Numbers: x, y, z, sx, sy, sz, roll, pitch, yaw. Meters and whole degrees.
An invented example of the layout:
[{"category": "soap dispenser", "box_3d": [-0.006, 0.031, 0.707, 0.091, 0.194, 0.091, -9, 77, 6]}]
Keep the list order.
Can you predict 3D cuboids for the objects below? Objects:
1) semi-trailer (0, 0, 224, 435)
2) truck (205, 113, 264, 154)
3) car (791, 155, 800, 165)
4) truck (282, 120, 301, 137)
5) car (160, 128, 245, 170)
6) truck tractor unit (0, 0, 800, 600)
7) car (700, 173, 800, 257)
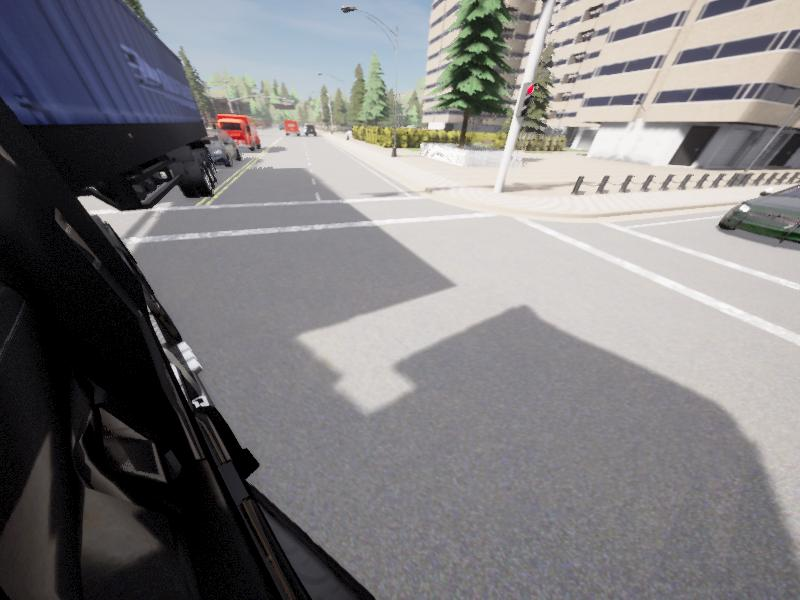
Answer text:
[{"category": "semi-trailer", "box_3d": [-6.978, -4.400, 5.390, 2.717, 4.402, 14.254, -17, 41, -24]}, {"category": "truck", "box_3d": [-13.841, -14.347, 19.877, 2.627, 2.467, 5.204, -10, 39, -16]}, {"category": "car", "box_3d": [60.845, -19.844, 32.810, 2.038, 1.542, 4.974, -10, 39, -17]}, {"category": "truck", "box_3d": [-21.182, -33.725, 45.335, 2.627, 2.467, 5.204, -10, 39, -17]}, {"category": "car", "box_3d": [-10.884, -8.765, 13.275, 2.242, 1.667, 4.611, -10, 39, -17]}, {"category": "truck tractor unit", "box_3d": [-2.645, -0.295, 0.351, 6.516, 4.208, 3.053, 28, 44, 30]}, {"category": "car", "box_3d": [12.091, -2.625, 6.691, 4.974, 1.542, 2.038, -10, 38, -16]}]
